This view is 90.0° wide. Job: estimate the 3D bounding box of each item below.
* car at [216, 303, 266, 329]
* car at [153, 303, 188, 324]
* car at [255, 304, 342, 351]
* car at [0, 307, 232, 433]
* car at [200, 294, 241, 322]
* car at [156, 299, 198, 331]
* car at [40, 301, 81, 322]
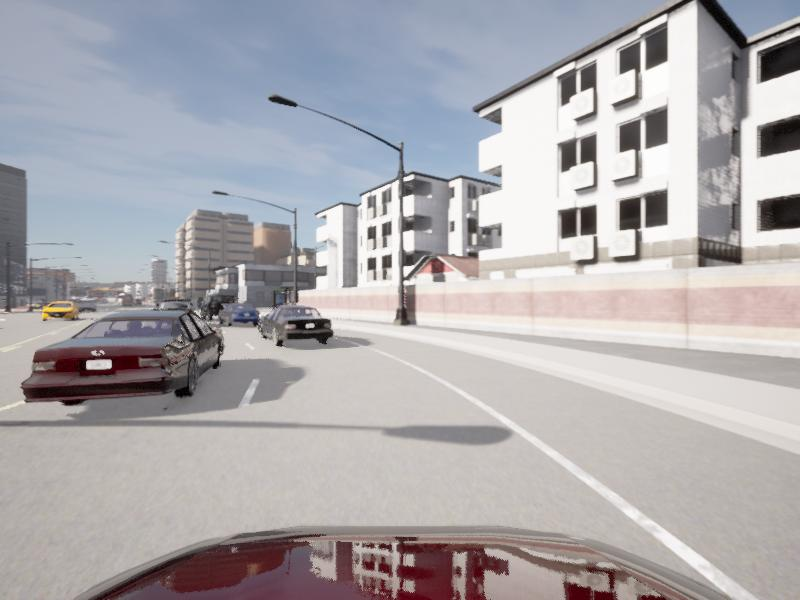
[{"bbox_3d":[-10.234,0.910,25.424,2.033,1.411,5.357,0,0,-32],"label":"car"},{"bbox_3d":[-17.427,0.919,30.229,2.033,1.411,5.357,0,0,-33],"label":"car"},{"bbox_3d":[-4.116,0.901,15.353,2.033,1.411,5.357,0,0,-28],"label":"car"},{"bbox_3d":[-4.664,0.901,7.678,2.033,1.411,5.357,0,0,-16],"label":"car"},{"bbox_3d":[-14.435,0.589,32.043,2.150,2.045,5.566,0,0,-33],"label":"car"},{"bbox_3d":[-13.366,0.790,23.793,1.930,1.638,5.238,0,0,-32],"label":"car"},{"bbox_3d":[-26.866,0.859,31.810,1.882,1.535,5.008,0,0,-34],"label":"car"}]
